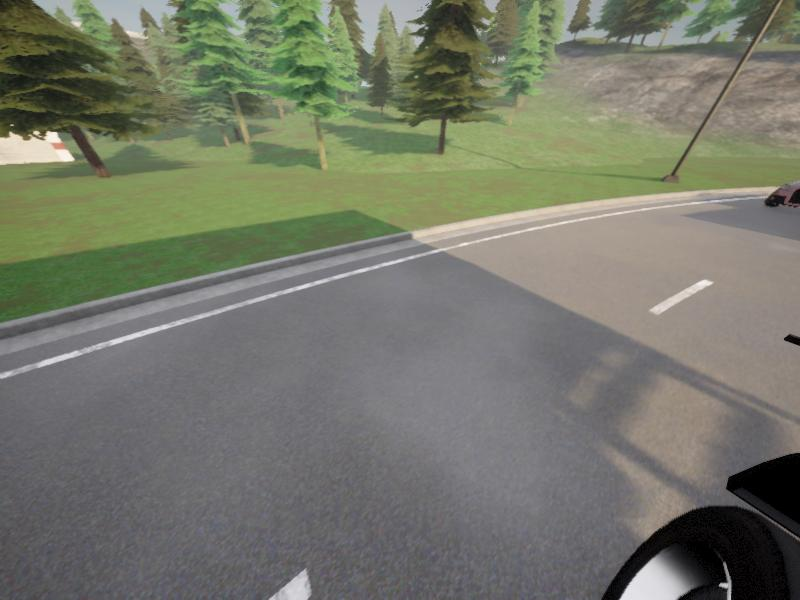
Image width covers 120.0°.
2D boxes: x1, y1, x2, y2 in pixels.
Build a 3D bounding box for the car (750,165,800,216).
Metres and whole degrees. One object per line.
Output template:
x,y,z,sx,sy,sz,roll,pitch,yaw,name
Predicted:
15.551,-3.772,7.947,4.181,1.385,1.994,-7,36,-10,car
